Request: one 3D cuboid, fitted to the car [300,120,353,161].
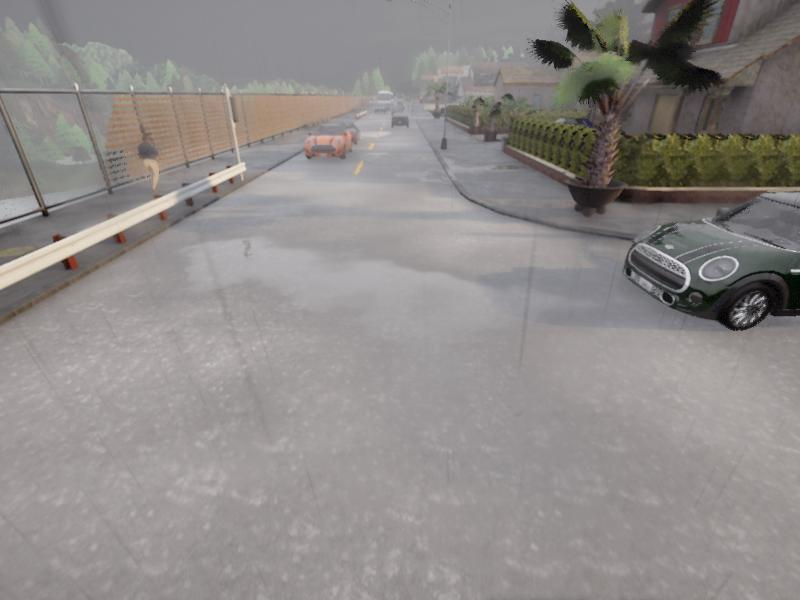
[{"bbox_3d":[-3.964,-9.059,22.513,2.097,1.767,4.553,0,27,0],"label":"car"}]

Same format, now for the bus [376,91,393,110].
[{"bbox_3d":[-3.856,-51.757,103.616,3.944,4.253,10.273,0,27,0],"label":"bus"}]

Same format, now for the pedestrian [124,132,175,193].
[{"bbox_3d":[-8.366,-4.606,13.419,0.751,1.860,0.751,0,27,1],"label":"pedestrian"}]

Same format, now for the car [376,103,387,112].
[{"bbox_3d":[-3.983,-41.989,87.341,2.033,1.649,4.856,0,27,0],"label":"car"}]

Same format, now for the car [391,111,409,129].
[{"bbox_3d":[0.006,-19.690,43.664,1.882,1.535,5.008,0,27,0],"label":"car"}]

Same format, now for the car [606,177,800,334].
[{"bbox_3d":[6.250,-0.854,6.402,4.553,1.767,2.097,-2,27,-4],"label":"car"}]

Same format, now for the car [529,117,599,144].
[{"bbox_3d":[10.564,-11.042,26.009,3.633,1.501,1.845,-1,27,-2],"label":"car"}]

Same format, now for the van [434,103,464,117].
[{"bbox_3d":[7.929,-30.941,65.192,4.480,2.038,2.069,1,28,3],"label":"van"}]

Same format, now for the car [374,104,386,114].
[{"bbox_3d":[-3.968,-38.861,81.206,2.152,1.651,5.027,1,27,1],"label":"car"}]

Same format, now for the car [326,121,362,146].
[{"bbox_3d":[-4.000,-12.199,29.146,1.994,1.385,4.181,0,27,0],"label":"car"}]

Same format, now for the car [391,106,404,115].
[{"bbox_3d":[-0.422,-35.789,75.426,2.033,1.411,5.357,2,27,5],"label":"car"}]
